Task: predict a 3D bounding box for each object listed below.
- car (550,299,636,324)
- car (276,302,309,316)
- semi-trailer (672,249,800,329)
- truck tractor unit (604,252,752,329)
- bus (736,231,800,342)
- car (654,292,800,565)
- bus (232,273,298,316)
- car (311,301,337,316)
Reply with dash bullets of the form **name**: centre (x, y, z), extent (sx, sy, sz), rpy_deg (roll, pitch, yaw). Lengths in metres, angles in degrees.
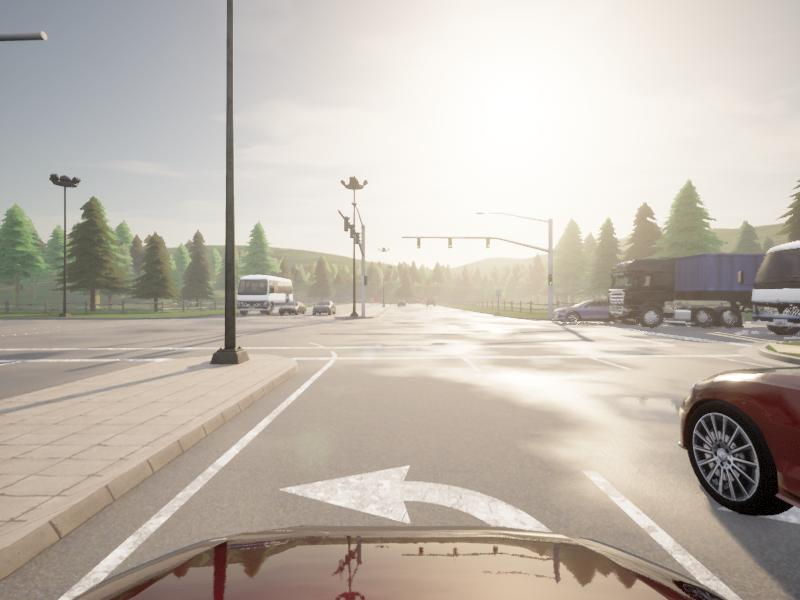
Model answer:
- **car**: centre (13.020, 0.772, 27.224), extent (4.856, 1.649, 2.033), rpy_deg (0, 0, 4)
- **car**: centre (-11.492, 0.888, 43.176), extent (2.033, 1.411, 5.357), rpy_deg (0, 0, 0)
- **semi-trailer**: centre (23.956, -0.623, 23.353), extent (14.254, 4.402, 2.717), rpy_deg (0, 0, 1)
- **truck tractor unit**: centre (16.044, -0.529, 23.548), extent (6.516, 4.208, 3.053), rpy_deg (0, 0, 3)
- **bus**: centre (20.488, -0.537, 16.266), extent (10.273, 4.253, 3.944), rpy_deg (0, 0, 1)
- **car**: centre (3.500, 0.780, 1.305), extent (2.152, 1.651, 5.027), rpy_deg (0, 0, 0)
- **bus**: centre (-14.869, -0.541, 45.253), extent (3.944, 4.253, 10.273), rpy_deg (0, 0, 0)
- **car**: centre (-7.991, 0.838, 42.493), extent (1.837, 1.490, 4.892), rpy_deg (0, 0, 0)
